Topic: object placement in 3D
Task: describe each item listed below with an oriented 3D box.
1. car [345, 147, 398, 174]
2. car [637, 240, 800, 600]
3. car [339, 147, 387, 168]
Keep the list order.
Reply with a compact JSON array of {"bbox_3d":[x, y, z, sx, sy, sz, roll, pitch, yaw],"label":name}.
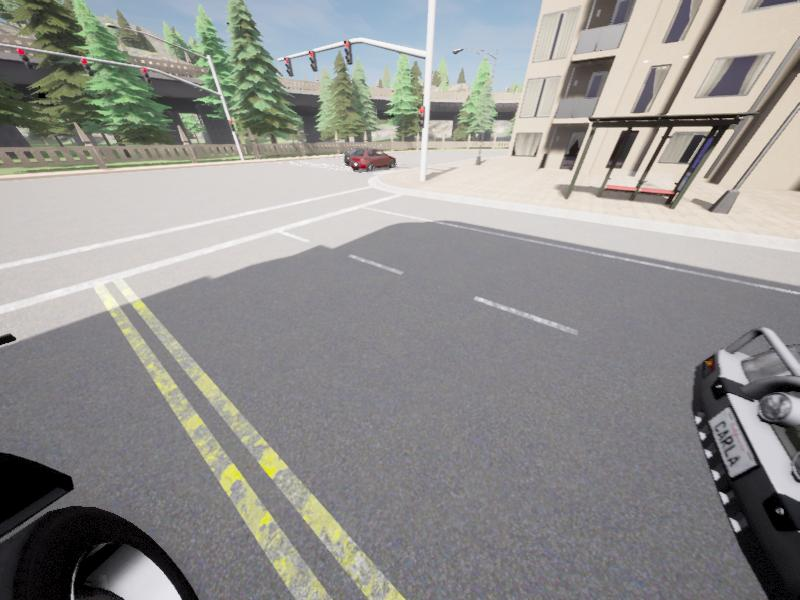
[{"bbox_3d":[-2.089,-11.194,18.409,1.816,1.474,4.193,23,41,28],"label":"car"},{"bbox_3d":[3.868,1.483,0.213,4.605,1.855,1.932,23,41,27],"label":"car"},{"bbox_3d":[-3.376,-13.581,21.880,1.994,1.385,4.181,23,41,28],"label":"car"}]
